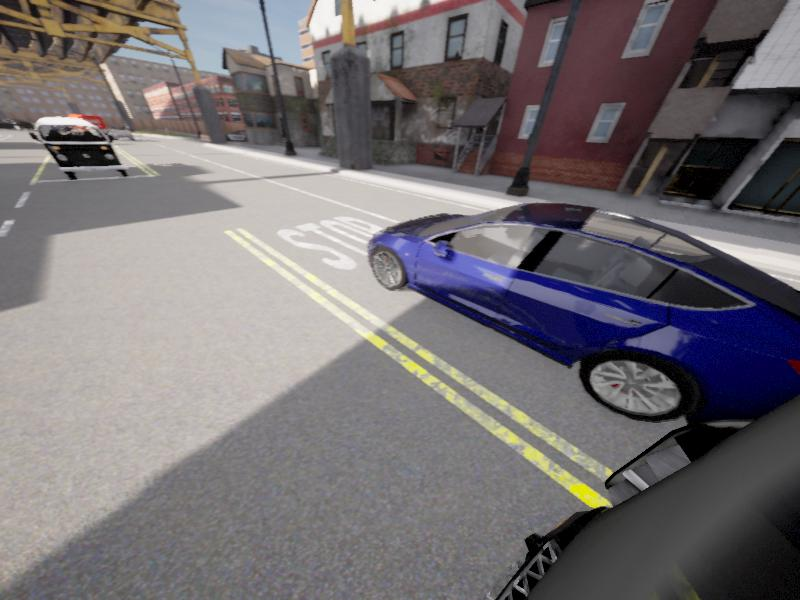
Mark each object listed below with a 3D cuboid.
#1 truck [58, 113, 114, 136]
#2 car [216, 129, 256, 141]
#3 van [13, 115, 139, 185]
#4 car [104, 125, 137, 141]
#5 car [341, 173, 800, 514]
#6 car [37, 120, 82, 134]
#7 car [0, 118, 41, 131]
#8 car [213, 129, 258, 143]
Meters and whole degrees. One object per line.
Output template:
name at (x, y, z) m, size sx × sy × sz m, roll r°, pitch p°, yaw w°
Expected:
truck at (-46.831, -26.209, 34.569) m, size 5.204 × 2.467 × 2.627 m, roll 15°, pitch 37°, yaw 16°
car at (-24.840, -25.066, 35.096) m, size 4.536 × 1.218 × 1.853 m, roll -9°, pitch 37°, yaw -16°
van at (-13.642, -6.533, 9.930) m, size 4.480 × 2.038 × 2.069 m, roll 30°, pitch 43°, yaw 31°
car at (-34.888, -20.895, 28.847) m, size 3.633 × 1.501 × 1.845 m, roll 28°, pitch 42°, yaw 31°
car at (1.623, -0.510, 3.149) m, size 4.792 × 1.488 × 2.163 m, roll 29°, pitch 43°, yaw 32°
car at (-53.664, -27.281, 36.487) m, size 3.806 × 1.475 × 1.970 m, roll 6°, pitch 36°, yaw 4°
car at (-61.282, -27.704, 36.415) m, size 4.892 × 1.490 × 1.837 m, roll -4°, pitch 36°, yaw -10°
car at (-24.896, -24.931, 35.173) m, size 4.974 × 1.542 × 2.038 m, roll -9°, pitch 37°, yaw -16°
